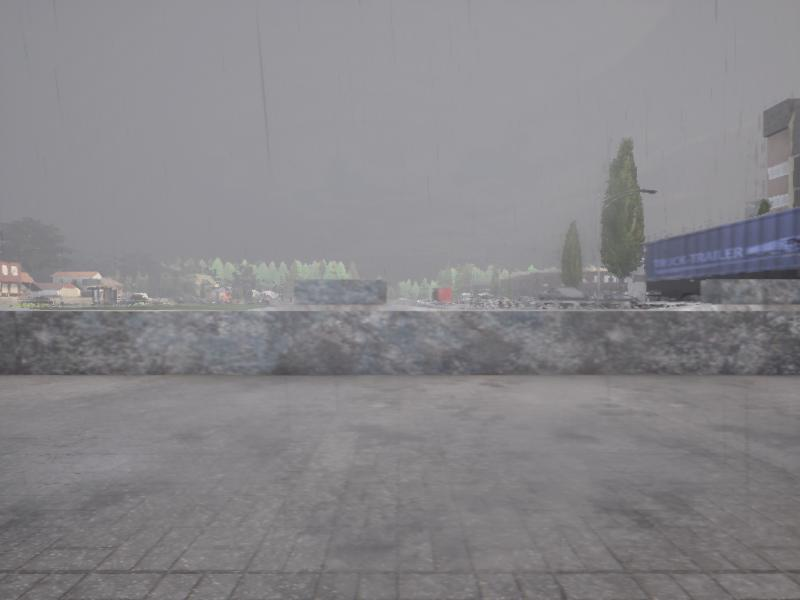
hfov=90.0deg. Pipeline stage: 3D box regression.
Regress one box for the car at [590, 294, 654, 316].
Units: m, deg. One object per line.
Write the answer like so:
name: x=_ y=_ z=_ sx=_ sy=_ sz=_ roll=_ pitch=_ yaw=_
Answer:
car: x=14.638 y=0.307 z=26.700 sx=1.994 sy=1.385 sz=4.181 roll=0 pitch=0 yaw=0

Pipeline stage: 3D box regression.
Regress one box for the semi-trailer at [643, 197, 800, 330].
semi-trailer: x=14.647 y=-1.219 z=14.641 sx=2.717 sy=4.402 sz=14.254 roll=0 pitch=0 yaw=0

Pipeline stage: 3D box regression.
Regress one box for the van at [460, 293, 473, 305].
van: x=14.631 y=-0.300 z=88.274 sx=1.988 sy=2.561 sz=5.915 roll=0 pitch=0 yaw=0

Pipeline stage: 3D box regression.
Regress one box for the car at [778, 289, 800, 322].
car: x=18.657 y=0.253 z=16.797 sx=1.970 sy=1.475 sz=3.806 roll=0 pitch=0 yaw=0

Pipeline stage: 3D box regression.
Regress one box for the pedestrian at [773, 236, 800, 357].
pedestrian: x=6.519 y=-0.053 z=6.209 sx=0.751 sy=1.860 sz=0.751 roll=0 pitch=0 yaw=-1

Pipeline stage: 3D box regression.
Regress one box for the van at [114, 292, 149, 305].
van: x=-51.067 y=-0.226 z=76.274 sx=2.351 sy=2.431 sz=6.366 roll=0 pitch=0 yaw=0

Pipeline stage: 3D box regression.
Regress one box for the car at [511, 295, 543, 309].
car: x=14.636 y=0.236 z=46.340 sx=2.128 sy=1.511 sz=4.902 roll=0 pitch=0 yaw=0

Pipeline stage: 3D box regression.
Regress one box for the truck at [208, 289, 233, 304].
truck: x=-47.050 y=-0.924 z=105.109 sx=2.891 sy=3.827 sz=8.468 roll=0 pitch=0 yaw=0

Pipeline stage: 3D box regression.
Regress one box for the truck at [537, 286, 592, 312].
truck: x=14.636 y=-0.057 z=36.133 sx=2.390 sy=2.098 sz=6.274 roll=0 pitch=0 yaw=0
